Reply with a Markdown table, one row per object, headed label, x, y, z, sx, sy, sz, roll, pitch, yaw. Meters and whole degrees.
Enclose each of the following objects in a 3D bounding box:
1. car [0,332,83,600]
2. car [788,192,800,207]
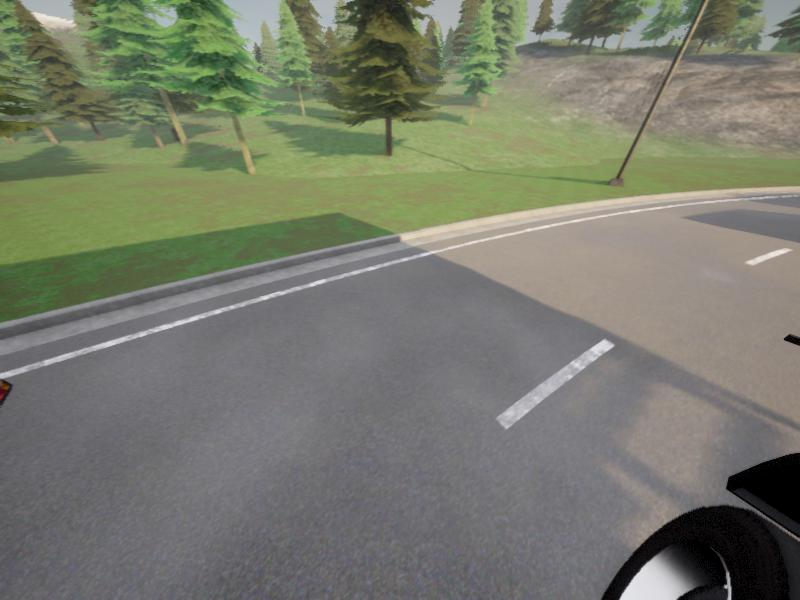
| label | x | y | z | sx | sy | sz | roll | pitch | yaw |
| --- | --- | --- | --- | --- | --- | --- | --- | --- | --- |
| car | -4.603 | 1.494 | 0.150 | 4.605 | 1.855 | 1.932 | -25 | 41 | -30 |
| car | 17.662 | -4.002 | 8.291 | 4.181 | 1.385 | 1.994 | -6 | 36 | -8 |
